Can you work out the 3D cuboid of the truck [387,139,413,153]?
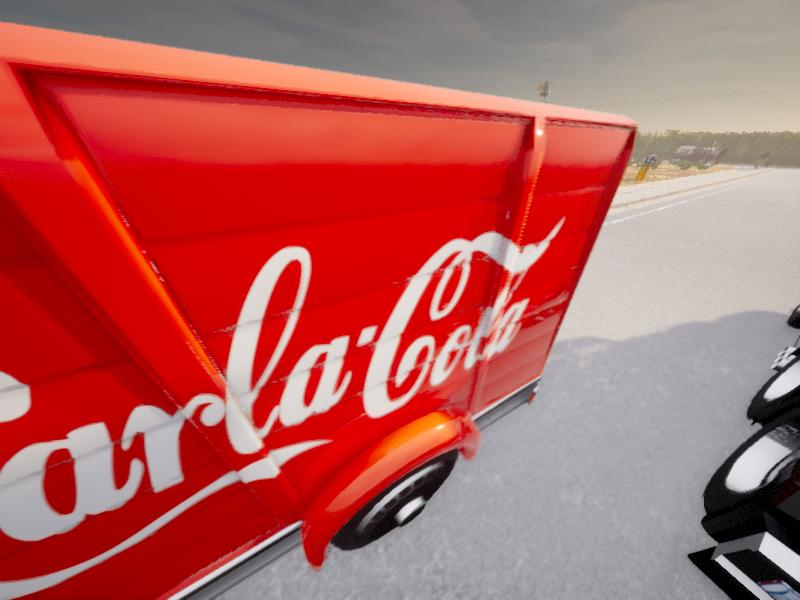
[{"bbox_3d":[-0.050,-35.435,53.184,5.204,2.467,2.627,-15,38,-22],"label":"truck"}]

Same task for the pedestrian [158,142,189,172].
[{"bbox_3d":[-17.022,-10.774,17.400,0.751,1.860,0.751,12,36,15],"label":"pedestrian"}]

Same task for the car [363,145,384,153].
[{"bbox_3d":[-5.827,-33.444,51.070,4.193,1.474,1.816,-15,38,-22],"label":"car"}]

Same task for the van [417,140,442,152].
[{"bbox_3d":[7.642,-39.829,59.636,5.915,2.561,1.988,-16,38,-22],"label":"van"}]

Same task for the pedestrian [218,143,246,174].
[{"bbox_3d":[-12.221,-10.335,16.857,0.751,1.860,0.751,6,35,8],"label":"pedestrian"}]

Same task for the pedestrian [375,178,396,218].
[{"bbox_3d":[-0.473,-3.406,7.727,0.500,1.100,0.500,-17,38,-24],"label":"pedestrian"}]

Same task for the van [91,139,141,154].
[{"bbox_3d":[-45.885,-24.903,37.487,4.442,1.987,1.775,-15,38,-22],"label":"van"}]

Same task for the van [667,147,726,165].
[{"bbox_3d":[42.518,-20.836,33.315,2.069,2.038,4.480,-17,39,-24],"label":"van"}]

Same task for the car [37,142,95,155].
[{"bbox_3d":[-51.080,-23.292,35.459,4.514,1.525,2.007,-15,38,-22],"label":"car"}]

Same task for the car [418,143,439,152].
[{"bbox_3d":[6.935,-37.069,56.283,4.553,1.767,2.097,-15,38,-22],"label":"car"}]

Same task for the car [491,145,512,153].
[{"bbox_3d":[27.208,-40.661,62.165,2.038,1.542,4.974,-16,38,-23],"label":"car"}]

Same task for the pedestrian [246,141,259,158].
[{"bbox_3d":[-19.878,-20.319,31.155,0.751,1.860,0.751,14,37,18],"label":"pedestrian"}]

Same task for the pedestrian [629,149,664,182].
[{"bbox_3d":[16.747,-9.162,15.723,0.751,1.860,0.751,-20,40,-27],"label":"pedestrian"}]

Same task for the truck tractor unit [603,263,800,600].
[{"bbox_3d":[5.109,-0.300,0.802,6.516,4.208,3.053,-18,38,-24],"label":"truck tractor unit"}]

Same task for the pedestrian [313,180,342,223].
[{"bbox_3d":[-2.253,-3.074,7.212,0.500,1.100,0.500,-29,44,-36],"label":"pedestrian"}]

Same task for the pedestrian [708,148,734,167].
[{"bbox_3d":[37.709,-16.805,27.188,0.751,1.860,0.751,2,35,2],"label":"pedestrian"}]

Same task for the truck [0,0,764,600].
[{"bbox_3d":[-1.612,0.347,1.376,5.204,2.467,2.627,-18,39,-25],"label":"truck"}]
